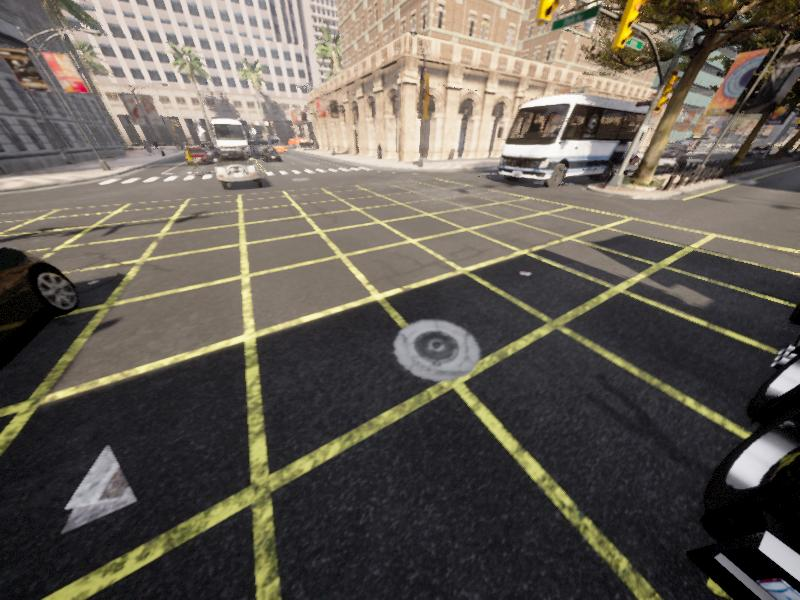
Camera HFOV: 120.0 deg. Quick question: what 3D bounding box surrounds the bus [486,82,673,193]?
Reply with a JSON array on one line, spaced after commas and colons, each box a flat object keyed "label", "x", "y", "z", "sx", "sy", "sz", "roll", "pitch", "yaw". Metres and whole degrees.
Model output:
[{"label": "bus", "x": 11.016, "y": -9.746, "z": 14.391, "sx": 10.273, "sy": 4.253, "sz": 3.944, "roll": -18, "pitch": 39, "yaw": -25}]

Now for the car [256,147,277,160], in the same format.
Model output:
[{"label": "car", "x": -18.601, "y": -20.426, "z": 32.076, "sx": 1.895, "sy": 1.301, "sz": 4.718, "roll": -18, "pitch": 39, "yaw": -24}]

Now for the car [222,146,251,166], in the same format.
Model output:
[{"label": "car", "x": -17.657, "y": -15.623, "z": 24.972, "sx": 2.038, "sy": 1.542, "sz": 4.974, "roll": -18, "pitch": 39, "yaw": -25}]

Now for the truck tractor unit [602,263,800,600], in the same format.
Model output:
[{"label": "truck tractor unit", "x": 5.109, "y": -0.303, "z": 0.788, "sx": 6.516, "sy": 4.208, "sz": 3.053, "roll": -18, "pitch": 39, "yaw": -24}]

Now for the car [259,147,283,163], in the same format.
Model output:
[{"label": "car", "x": -15.339, "y": -17.274, "z": 27.415, "sx": 1.816, "sy": 1.474, "sz": 4.193, "roll": -18, "pitch": 39, "yaw": -25}]

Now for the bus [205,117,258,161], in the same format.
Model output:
[{"label": "bus", "x": -22.687, "y": -21.830, "z": 31.471, "sx": 3.944, "sy": 4.253, "sz": 10.273, "roll": -18, "pitch": 39, "yaw": -24}]

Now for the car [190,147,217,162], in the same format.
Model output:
[{"label": "car", "x": -24.672, "y": -18.450, "z": 29.183, "sx": 1.895, "sy": 1.301, "sz": 4.718, "roll": -18, "pitch": 39, "yaw": -25}]

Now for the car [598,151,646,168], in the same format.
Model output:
[{"label": "car", "x": 23.716, "y": -15.098, "z": 24.713, "sx": 4.181, "sy": 1.385, "sz": 1.994, "roll": -18, "pitch": 39, "yaw": -24}]

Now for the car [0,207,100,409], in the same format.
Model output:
[{"label": "car", "x": -5.245, "y": 0.498, "z": 1.951, "sx": 1.970, "sy": 1.475, "sz": 3.806, "roll": -18, "pitch": 39, "yaw": -25}]

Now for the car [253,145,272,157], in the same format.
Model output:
[{"label": "car", "x": -22.153, "y": -24.017, "z": 37.121, "sx": 2.033, "sy": 1.411, "sz": 5.357, "roll": -18, "pitch": 39, "yaw": -24}]

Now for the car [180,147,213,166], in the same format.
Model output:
[{"label": "car", "x": -21.215, "y": -15.122, "z": 24.299, "sx": 1.812, "sy": 1.442, "sz": 4.674, "roll": -18, "pitch": 39, "yaw": -25}]

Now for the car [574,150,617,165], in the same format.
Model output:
[{"label": "car", "x": 23.368, "y": -17.104, "z": 27.649, "sx": 4.718, "sy": 1.301, "sz": 1.895, "roll": -18, "pitch": 39, "yaw": -25}]

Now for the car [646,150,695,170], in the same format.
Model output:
[{"label": "car", "x": 26.754, "y": -13.880, "z": 22.848, "sx": 3.633, "sy": 1.501, "sz": 1.845, "roll": -18, "pitch": 39, "yaw": -25}]

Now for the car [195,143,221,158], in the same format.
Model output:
[{"label": "car", "x": -28.167, "y": -22.103, "z": 34.076, "sx": 2.242, "sy": 1.667, "sz": 4.611, "roll": -18, "pitch": 39, "yaw": -24}]

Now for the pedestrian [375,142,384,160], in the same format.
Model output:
[{"label": "pedestrian", "x": -2.428, "y": -18.013, "z": 27.941, "sx": 0.751, "sy": 1.860, "sz": 0.751, "roll": -18, "pitch": 39, "yaw": -25}]

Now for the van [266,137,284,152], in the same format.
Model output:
[{"label": "van", "x": -26.195, "y": -32.522, "z": 48.310, "sx": 1.988, "sy": 2.561, "sz": 5.915, "roll": -18, "pitch": 39, "yaw": -24}]

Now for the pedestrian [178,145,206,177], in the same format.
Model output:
[{"label": "pedestrian", "x": -14.568, "y": -9.744, "z": 16.217, "sx": 0.751, "sy": 1.860, "sz": 0.751, "roll": -18, "pitch": 39, "yaw": -25}]

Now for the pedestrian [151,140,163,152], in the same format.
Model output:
[{"label": "pedestrian", "x": -45.029, "y": -28.576, "z": 42.762, "sx": 0.751, "sy": 1.860, "sz": 0.751, "roll": -18, "pitch": 39, "yaw": -24}]

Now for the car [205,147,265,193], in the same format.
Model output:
[{"label": "car", "x": -9.227, "y": -7.513, "z": 13.091, "sx": 1.932, "sy": 1.855, "sz": 4.605, "roll": -18, "pitch": 38, "yaw": -25}]

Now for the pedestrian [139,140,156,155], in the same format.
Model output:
[{"label": "pedestrian", "x": -37.206, "y": -22.504, "z": 34.099, "sx": 0.751, "sy": 1.860, "sz": 0.751, "roll": -6, "pitch": 35, "yaw": -8}]

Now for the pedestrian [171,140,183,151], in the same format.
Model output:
[{"label": "pedestrian", "x": -42.451, "y": -29.444, "z": 44.032, "sx": 0.751, "sy": 1.860, "sz": 0.751, "roll": -5, "pitch": 35, "yaw": -8}]
